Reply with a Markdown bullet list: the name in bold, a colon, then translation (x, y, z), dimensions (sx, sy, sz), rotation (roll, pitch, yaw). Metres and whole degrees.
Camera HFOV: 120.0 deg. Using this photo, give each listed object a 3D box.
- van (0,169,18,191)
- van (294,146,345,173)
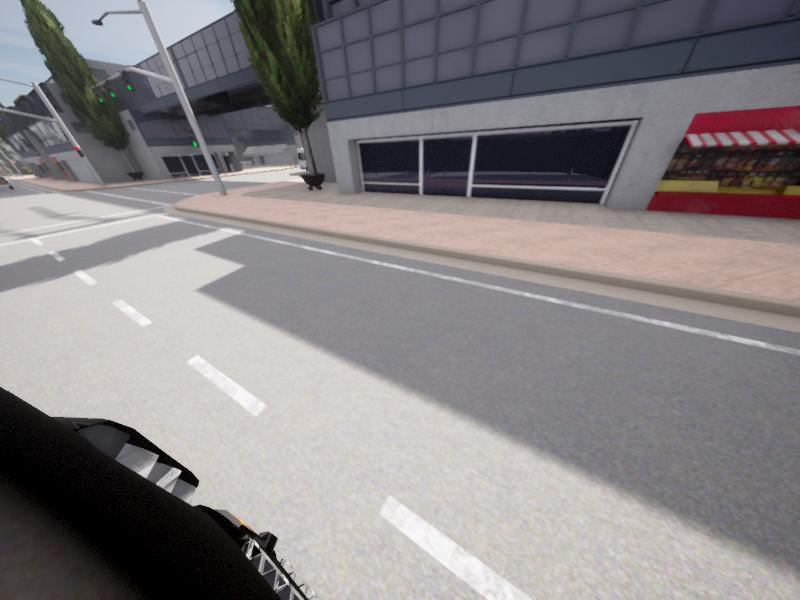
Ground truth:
- **van**: translation (-46.724, -13.748, 26.447), dimensions (4.480, 2.038, 2.069), rotation (17, 39, 27)
- **van**: translation (-10.038, -17.956, 29.465), dimensions (1.988, 2.561, 5.915), rotation (16, 38, 26)
